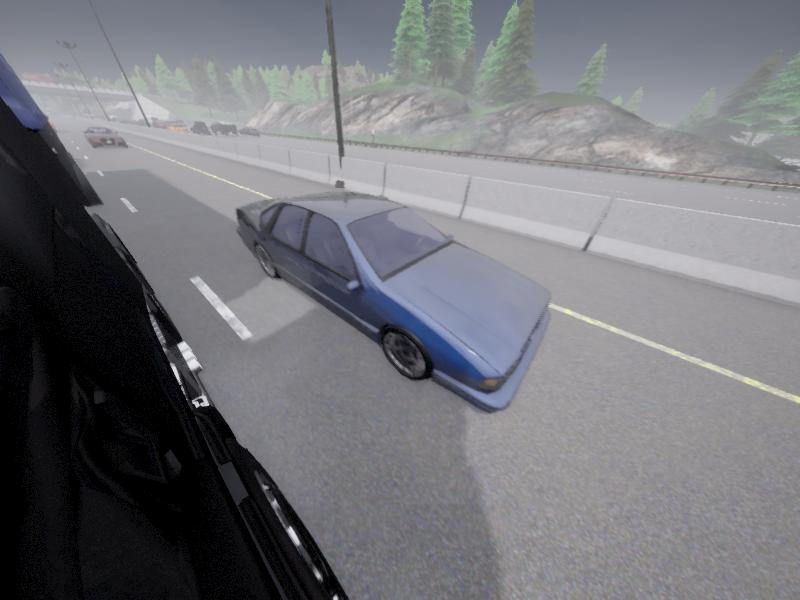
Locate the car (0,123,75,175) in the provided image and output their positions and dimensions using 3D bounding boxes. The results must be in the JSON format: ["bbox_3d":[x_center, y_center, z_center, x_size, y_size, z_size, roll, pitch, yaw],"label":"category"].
[{"bbox_3d":[-17.979,-7.370,11.088,4.856,1.649,2.033,28,43,30],"label":"car"}]

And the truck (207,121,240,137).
[{"bbox_3d":[-32.359,-31.430,42.365,6.274,2.098,2.390,28,43,30],"label":"truck"}]

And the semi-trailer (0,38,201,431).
[{"bbox_3d":[-8.700,-3.591,4.244,14.254,4.402,2.717,28,43,30],"label":"semi-trailer"}]

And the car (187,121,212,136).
[{"bbox_3d":[-35.202,-30.144,40.599,3.866,1.878,1.905,28,43,30],"label":"car"}]

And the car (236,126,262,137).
[{"bbox_3d":[-28.605,-31.902,43.765,4.902,1.511,2.128,28,43,30],"label":"car"}]

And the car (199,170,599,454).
[{"bbox_3d":[-0.647,-0.776,3.536,5.357,1.411,2.033,28,43,30],"label":"car"}]

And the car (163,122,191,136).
[{"bbox_3d":[-36.602,-28.051,37.918,5.366,1.575,1.801,28,43,30],"label":"car"}]

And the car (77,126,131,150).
[{"bbox_3d":[-24.127,-13.222,18.828,4.181,1.385,1.994,28,43,30],"label":"car"}]

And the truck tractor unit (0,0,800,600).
[{"bbox_3d":[-2.645,-0.295,0.351,6.516,4.208,3.053,28,44,30],"label":"truck tractor unit"}]
